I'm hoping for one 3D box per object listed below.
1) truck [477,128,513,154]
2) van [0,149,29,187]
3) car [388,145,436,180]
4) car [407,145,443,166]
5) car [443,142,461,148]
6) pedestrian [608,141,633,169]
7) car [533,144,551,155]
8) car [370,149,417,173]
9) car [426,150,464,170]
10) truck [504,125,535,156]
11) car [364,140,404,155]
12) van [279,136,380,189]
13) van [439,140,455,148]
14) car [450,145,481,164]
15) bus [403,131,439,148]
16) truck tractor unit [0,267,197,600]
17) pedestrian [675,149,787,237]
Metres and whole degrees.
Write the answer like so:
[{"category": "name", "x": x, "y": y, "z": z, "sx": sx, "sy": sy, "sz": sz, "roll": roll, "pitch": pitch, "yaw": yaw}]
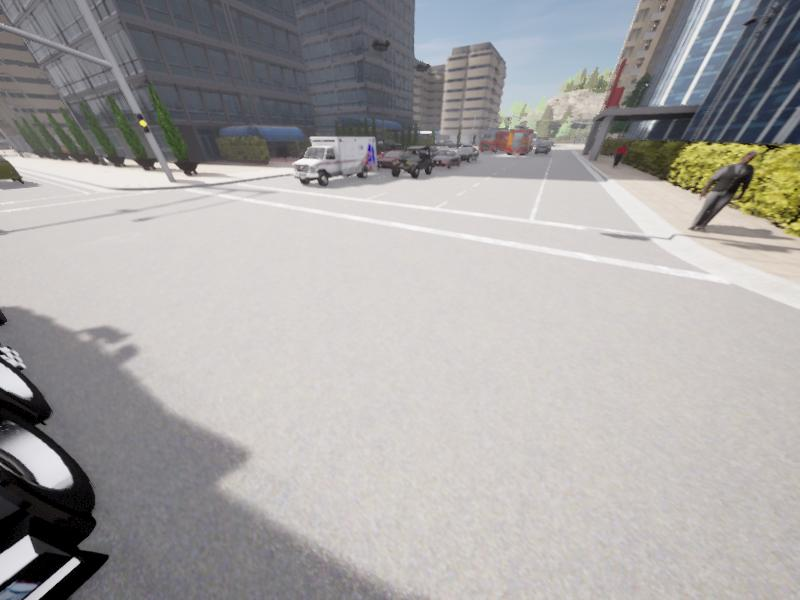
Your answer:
[{"category": "truck", "x": 18.332, "y": -30.655, "z": 44.492, "sx": 2.891, "sy": 3.827, "sz": 8.468, "roll": 25, "pitch": 42, "yaw": 32}, {"category": "van", "x": -26.802, "y": -8.616, "z": 14.918, "sx": 4.442, "sy": 1.987, "sz": 1.775, "roll": 18, "pitch": 39, "yaw": 24}, {"category": "car", "x": 0.975, "y": -10.181, "z": 16.962, "sx": 1.905, "sy": 1.878, "sz": 3.866, "roll": 17, "pitch": 39, "yaw": 24}, {"category": "car", "x": 2.806, "y": -16.052, "z": 25.566, "sx": 2.242, "sy": 1.667, "sz": 4.611, "roll": 18, "pitch": 39, "yaw": 24}, {"category": "car", "x": 15.512, "y": -46.231, "z": 68.940, "sx": 4.792, "sy": 1.488, "sz": 2.163, "roll": 18, "pitch": 39, "yaw": 24}, {"category": "pedestrian", "x": 18.143, "y": -11.976, "z": 19.079, "sx": 0.751, "sy": 1.860, "sz": 0.751, "roll": 20, "pitch": 40, "yaw": 27}, {"category": "car", "x": 23.993, "y": -25.431, "z": 38.956, "sx": 2.128, "sy": 1.511, "sz": 4.902, "roll": 17, "pitch": 39, "yaw": 24}, {"category": "car", "x": -0.414, "y": -12.698, "z": 20.900, "sx": 1.882, "sy": 1.535, "sz": 5.008, "roll": 18, "pitch": 39, "yaw": 24}, {"category": "car", "x": 4.351, "y": -13.407, "z": 22.017, "sx": 1.994, "sy": 1.385, "sz": 4.181, "roll": 18, "pitch": 39, "yaw": 25}, {"category": "truck", "x": 19.719, "y": -26.094, "z": 37.928, "sx": 2.891, "sy": 3.827, "sz": 8.468, "roll": 17, "pitch": 39, "yaw": 24}, {"category": "car", "x": -2.641, "y": -26.109, "z": 39.445, "sx": 6.274, "sy": 2.098, "sz": 2.390, "roll": -19, "pitch": 39, "yaw": -24}, {"category": "van", "x": -4.107, "y": -9.277, "z": 15.246, "sx": 2.351, "sy": 2.431, "sz": 6.366, "roll": 17, "pitch": 39, "yaw": 24}, {"category": "van", "x": 14.669, "y": -49.017, "z": 72.506, "sx": 4.442, "sy": 1.987, "sz": 1.775, "roll": 18, "pitch": 39, "yaw": 24}, {"category": "car", "x": 7.753, "y": -17.022, "z": 26.934, "sx": 1.930, "sy": 1.638, "sz": 5.238, "roll": 17, "pitch": 39, "yaw": 24}, {"category": "bus", "x": 6.447, "y": -50.373, "z": 72.554, "sx": 10.273, "sy": 4.253, "sz": 3.944, "roll": 18, "pitch": 39, "yaw": 24}, {"category": "truck tractor unit", "x": -5.117, "y": -0.294, "z": 0.778, "sx": 6.516, "sy": 4.208, "sz": 3.053, "roll": 18, "pitch": 39, "yaw": 24}, {"category": "pedestrian", "x": 8.150, "y": -2.691, "z": 5.849, "sx": 0.751, "sy": 1.860, "sz": 0.751, "roll": 27, "pitch": 43, "yaw": 33}]
